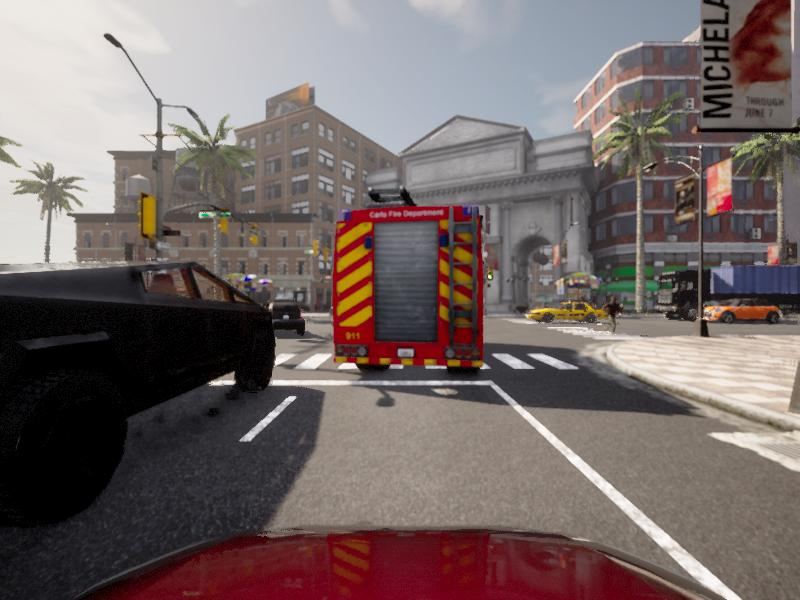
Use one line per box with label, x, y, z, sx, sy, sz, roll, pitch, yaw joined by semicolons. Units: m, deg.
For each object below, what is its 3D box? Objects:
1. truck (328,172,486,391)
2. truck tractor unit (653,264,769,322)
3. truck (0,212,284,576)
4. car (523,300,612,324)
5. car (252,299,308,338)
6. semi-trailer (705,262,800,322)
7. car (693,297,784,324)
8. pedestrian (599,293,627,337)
truck;0.844;-0.320;11.408;2.891;3.827;8.468;0;0;11
truck tractor unit;23.731;-0.518;30.851;6.516;4.208;3.053;0;0;3
truck;-3.507;0.542;4.860;2.390;2.098;6.274;0;0;0
car;11.536;0.801;27.783;5.366;1.575;1.801;0;0;0
car;-5.856;0.789;19.169;1.851;1.617;3.988;0;0;-27
semi-trailer;31.641;-0.616;30.645;14.254;4.402;2.717;0;0;1
car;23.295;0.695;27.677;4.553;1.767;2.097;0;0;0
pedestrian;9.215;0.638;17.336;0.751;1.860;0.751;0;0;-12
